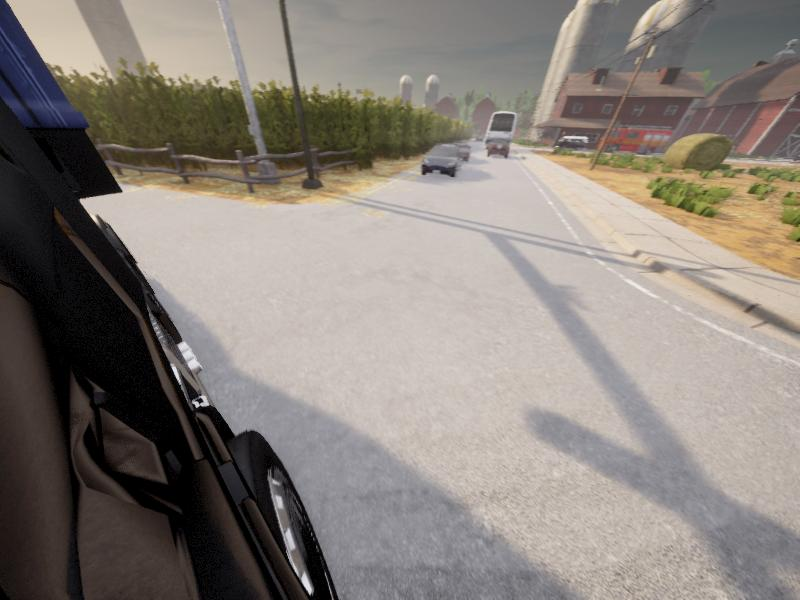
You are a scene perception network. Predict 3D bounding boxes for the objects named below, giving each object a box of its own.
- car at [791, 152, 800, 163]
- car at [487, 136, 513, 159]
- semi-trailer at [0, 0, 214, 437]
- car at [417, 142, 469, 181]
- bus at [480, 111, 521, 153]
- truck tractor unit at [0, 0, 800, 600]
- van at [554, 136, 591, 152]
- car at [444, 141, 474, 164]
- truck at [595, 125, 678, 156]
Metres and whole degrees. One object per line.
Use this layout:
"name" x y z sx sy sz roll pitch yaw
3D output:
"car" 64.964 -22.892 36.519 3.866 1.878 1.905 -16 46 -20
"car" 10.977 -16.968 25.570 2.097 1.767 4.553 13 38 13
"semi-trailer" -9.648 -2.692 2.956 14.254 4.402 2.717 16 38 16
"car" 2.745 -8.586 14.093 2.163 1.488 4.792 13 38 13
"bus" 14.803 -24.541 33.897 3.944 4.253 10.273 15 38 16
"truck tractor unit" -2.645 -0.295 0.351 6.516 4.208 3.053 28 44 30
"van" 30.309 -27.546 40.704 4.480 2.038 2.069 12 38 12
"car" 5.312 -13.238 20.577 1.994 1.385 4.181 12 38 13
"truck" 38.708 -26.493 38.333 8.468 3.827 2.891 12 38 12
